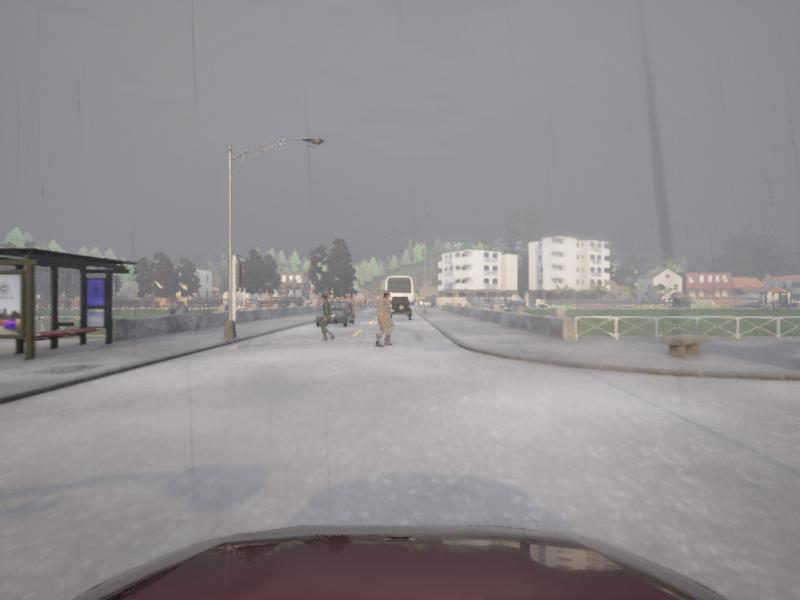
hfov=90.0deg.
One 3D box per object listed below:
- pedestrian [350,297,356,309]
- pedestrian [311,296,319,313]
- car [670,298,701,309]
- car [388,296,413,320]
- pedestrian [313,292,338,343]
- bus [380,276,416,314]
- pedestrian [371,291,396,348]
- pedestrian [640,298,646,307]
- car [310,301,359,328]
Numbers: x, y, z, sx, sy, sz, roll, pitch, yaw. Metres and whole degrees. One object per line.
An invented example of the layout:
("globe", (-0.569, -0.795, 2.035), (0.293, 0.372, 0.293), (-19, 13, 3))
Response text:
("pedestrian", (-7.627, 0.490, 64.986), (0.751, 1.860, 0.751), (0, 0, 10))
("pedestrian", (-9.124, 0.505, 42.914), (0.751, 1.860, 0.751), (0, 0, -1))
("car", (48.145, 0.601, 67.569), (3.866, 1.878, 1.905), (0, 0, 0))
("car", (-0.003, 0.624, 32.851), (1.905, 1.878, 3.866), (0, 0, -1))
("pedestrian", (-2.774, 0.627, 14.935), (0.751, 1.860, 0.751), (0, 0, 6))
("bus", (-0.188, -0.568, 49.629), (3.944, 4.253, 10.273), (0, 0, 0))
("pedestrian", (-0.535, 0.629, 13.263), (0.751, 1.860, 0.751), (0, 0, 5))
("pedestrian", (46.535, 0.482, 76.532), (0.751, 1.860, 0.751), (0, 0, -1))
("car", (-3.932, 0.820, 24.884), (2.128, 1.511, 4.902), (0, 0, 1))
